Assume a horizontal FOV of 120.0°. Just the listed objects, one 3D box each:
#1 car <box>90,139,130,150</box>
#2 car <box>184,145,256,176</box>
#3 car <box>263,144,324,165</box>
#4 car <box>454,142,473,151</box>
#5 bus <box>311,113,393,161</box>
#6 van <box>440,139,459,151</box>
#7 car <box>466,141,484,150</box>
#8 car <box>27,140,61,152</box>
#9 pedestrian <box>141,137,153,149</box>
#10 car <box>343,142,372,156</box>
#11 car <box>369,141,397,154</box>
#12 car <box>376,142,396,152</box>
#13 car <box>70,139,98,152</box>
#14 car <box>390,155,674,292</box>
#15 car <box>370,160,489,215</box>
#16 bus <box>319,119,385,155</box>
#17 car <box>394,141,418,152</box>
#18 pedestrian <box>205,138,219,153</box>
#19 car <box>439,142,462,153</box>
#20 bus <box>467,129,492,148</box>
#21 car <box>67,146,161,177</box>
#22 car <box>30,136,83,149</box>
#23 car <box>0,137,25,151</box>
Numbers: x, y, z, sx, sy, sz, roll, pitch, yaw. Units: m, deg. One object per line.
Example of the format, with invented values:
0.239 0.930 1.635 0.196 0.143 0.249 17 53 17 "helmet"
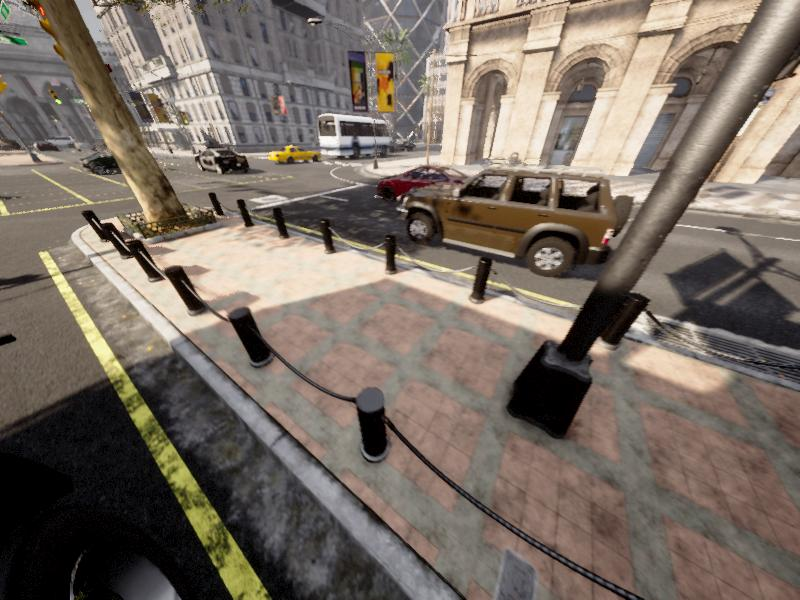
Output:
-58.489 -31.559 46.783 2.242 1.667 4.611 0 35 -1 "car"
-13.472 -10.501 17.251 5.238 1.638 1.930 21 40 27 "car"
-10.630 -14.955 23.648 1.801 1.575 5.366 23 41 29 "car"
13.215 -31.812 47.826 2.007 1.525 4.514 21 40 27 "car"
-5.413 -20.606 29.393 3.944 4.253 10.273 21 40 26 "bus"
10.735 -33.522 49.783 2.069 2.038 4.480 21 40 27 "van"
17.061 -35.174 52.547 2.152 1.651 5.027 22 40 27 "car"
-58.691 -25.403 38.052 4.974 1.542 2.038 19 39 25 "car"
-49.204 -30.586 44.904 0.751 1.860 0.751 22 41 28 "pedestrian"
-6.212 -22.386 34.205 1.851 1.617 3.988 21 40 26 "car"
-2.780 -25.408 38.467 2.242 1.667 4.611 21 40 26 "car"
-2.594 -29.153 43.903 1.845 1.501 3.633 21 40 27 "car"
-54.158 -26.528 39.612 5.027 1.651 2.152 27 43 32 "car"
2.238 -2.108 5.289 4.605 1.855 1.932 21 40 27 "car"
1.088 -4.763 9.485 4.181 1.385 1.994 21 40 27 "car"
-7.216 -26.128 37.208 3.944 4.253 10.273 21 40 27 "bus"
1.158 -28.787 43.322 1.930 1.638 5.238 21 40 27 "car"
-27.092 -22.236 33.269 0.751 1.860 0.751 17 39 22 "pedestrian"
9.489 -28.603 43.279 2.163 1.488 4.792 21 40 27 "car"
23.039 -47.474 67.759 3.944 4.253 10.273 2 35 2 "bus"
-20.299 -10.034 16.595 1.789 1.549 3.705 21 40 26 "car"
-69.489 -31.978 46.837 2.150 2.045 5.566 21 40 27 "car"
-68.637 -26.594 39.350 4.605 1.855 1.932 -5 36 -7 "car"
